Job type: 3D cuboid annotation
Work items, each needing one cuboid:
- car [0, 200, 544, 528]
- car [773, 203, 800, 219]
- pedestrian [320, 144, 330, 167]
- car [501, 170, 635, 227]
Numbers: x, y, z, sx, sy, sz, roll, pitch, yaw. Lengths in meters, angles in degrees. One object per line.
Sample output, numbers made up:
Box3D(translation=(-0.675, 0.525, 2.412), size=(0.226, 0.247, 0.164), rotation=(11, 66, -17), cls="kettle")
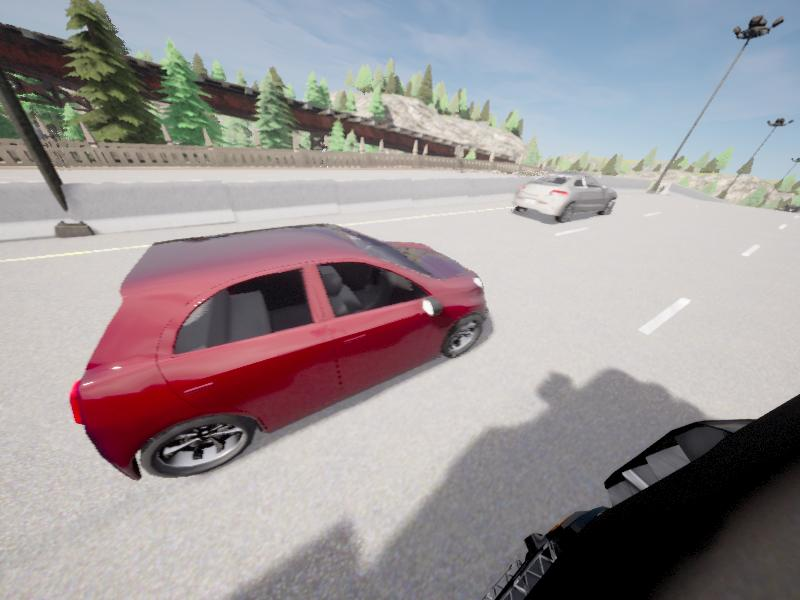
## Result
Box3D(translation=(-0.643, -0.023, 2.561), size=(3.633, 1.501, 1.845), rotation=(-16, 38, -26), cls="car")
Box3D(translation=(61.643, -14.130, 36.579), size=(4.605, 1.855, 1.932), rotation=(-10, 35, -30), cls="car")
Box3D(translation=(-7.409, -14.302, 22.926), size=(0.751, 1.860, 0.751), rotation=(-10, 35, -30), cls="pedestrian")
Box3D(translation=(7.123, -4.496, 9.838), size=(5.027, 1.651, 2.152), rotation=(-16, 38, -26), cls="car")
